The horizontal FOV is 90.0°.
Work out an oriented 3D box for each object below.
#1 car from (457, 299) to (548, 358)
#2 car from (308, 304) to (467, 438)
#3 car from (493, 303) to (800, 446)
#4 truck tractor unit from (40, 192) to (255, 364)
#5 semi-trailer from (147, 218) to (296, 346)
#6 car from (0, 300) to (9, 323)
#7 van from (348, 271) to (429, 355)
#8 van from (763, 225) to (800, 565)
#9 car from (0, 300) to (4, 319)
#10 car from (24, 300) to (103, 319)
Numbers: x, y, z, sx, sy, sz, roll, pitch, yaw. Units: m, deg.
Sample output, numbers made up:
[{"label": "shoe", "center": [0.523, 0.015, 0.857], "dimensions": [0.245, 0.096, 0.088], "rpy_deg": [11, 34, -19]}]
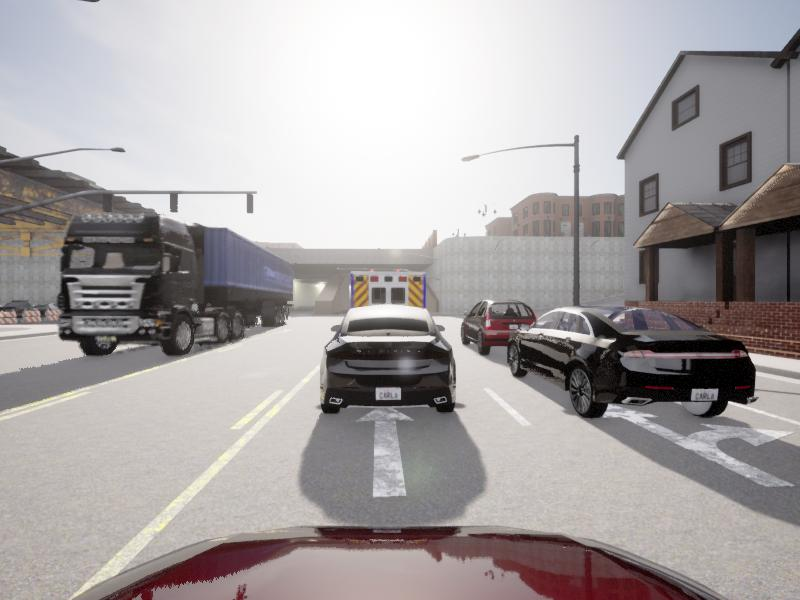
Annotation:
[{"label": "car", "center": [3.116, 0.788, 13.044], "dimensions": [1.851, 1.617, 3.988], "rpy_deg": [0, 0, -2]}, {"label": "car", "center": [-0.209, 0.844, 7.073], "dimensions": [1.837, 1.490, 4.892], "rpy_deg": [0, 0, -2]}, {"label": "car", "center": [3.293, 0.836, 6.852], "dimensions": [2.128, 1.511, 4.902], "rpy_deg": [0, 0, -2]}, {"label": "truck tractor unit", "center": [-7.392, -0.525, 13.100], "dimensions": [3.053, 4.208, 6.516], "rpy_deg": [0, 0, -2]}, {"label": "semi-trailer", "center": [-8.031, -0.622, 20.987], "dimensions": [2.717, 4.402, 14.254], "rpy_deg": [0, 0, -5]}, {"label": "car", "center": [-28.966, 0.796, 26.003], "dimensions": [2.038, 1.542, 4.974], "rpy_deg": [0, 0, 42]}, {"label": "van", "center": [-0.436, 0.378, 14.773], "dimensions": [2.351, 2.431, 6.366], "rpy_deg": [0, 0, -2]}, {"label": "van", "center": [3.492, 0.572, 0.423], "dimensions": [2.069, 2.038, 4.480], "rpy_deg": [0, 0, -2]}, {"label": "car", "center": [-29.000, 0.638, 25.964], "dimensions": [1.853, 1.218, 4.536], "rpy_deg": [0, 0, 42]}, {"label": "car", "center": [-30.069, 0.796, 35.949], "dimensions": [2.038, 1.542, 4.974], "rpy_deg": [0, 0, 27]}]
